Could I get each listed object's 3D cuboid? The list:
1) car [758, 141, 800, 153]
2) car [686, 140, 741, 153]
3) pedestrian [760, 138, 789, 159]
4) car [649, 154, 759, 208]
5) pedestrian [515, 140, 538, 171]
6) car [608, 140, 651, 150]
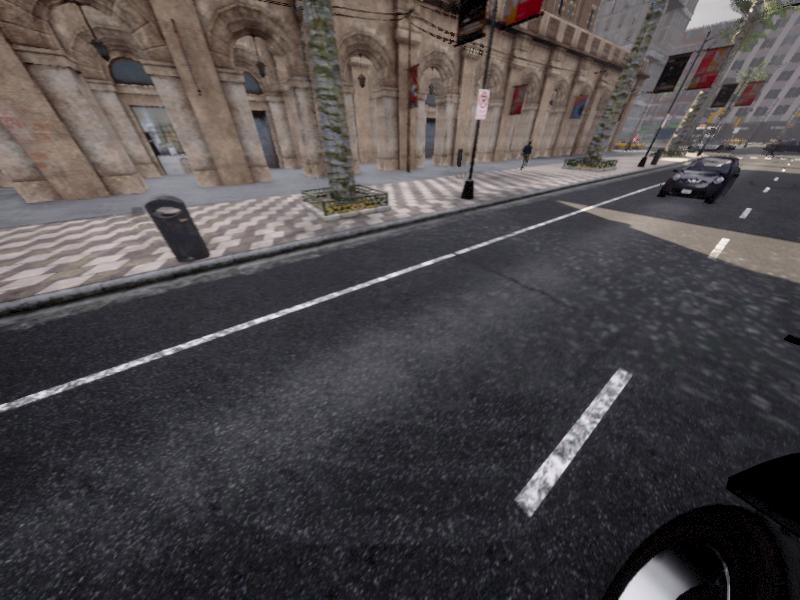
[{"bbox_3d":[57.440,-22.288,33.716,5.357,1.411,2.033,11,37,16],"label":"car"},{"bbox_3d":[50.061,-24.650,37.015,2.038,1.542,4.974,-25,42,-31],"label":"car"},{"bbox_3d":[42.044,-17.020,25.955,0.751,1.860,0.751,27,44,33],"label":"pedestrian"},{"bbox_3d":[12.754,-5.134,9.726,3.633,1.501,1.845,-22,41,-27],"label":"car"},{"bbox_3d":[9.055,-10.335,16.536,0.751,1.860,0.751,-30,45,-35],"label":"pedestrian"},{"bbox_3d":[43.644,-29.672,44.142,1.801,1.575,5.366,-22,41,-27],"label":"car"}]
